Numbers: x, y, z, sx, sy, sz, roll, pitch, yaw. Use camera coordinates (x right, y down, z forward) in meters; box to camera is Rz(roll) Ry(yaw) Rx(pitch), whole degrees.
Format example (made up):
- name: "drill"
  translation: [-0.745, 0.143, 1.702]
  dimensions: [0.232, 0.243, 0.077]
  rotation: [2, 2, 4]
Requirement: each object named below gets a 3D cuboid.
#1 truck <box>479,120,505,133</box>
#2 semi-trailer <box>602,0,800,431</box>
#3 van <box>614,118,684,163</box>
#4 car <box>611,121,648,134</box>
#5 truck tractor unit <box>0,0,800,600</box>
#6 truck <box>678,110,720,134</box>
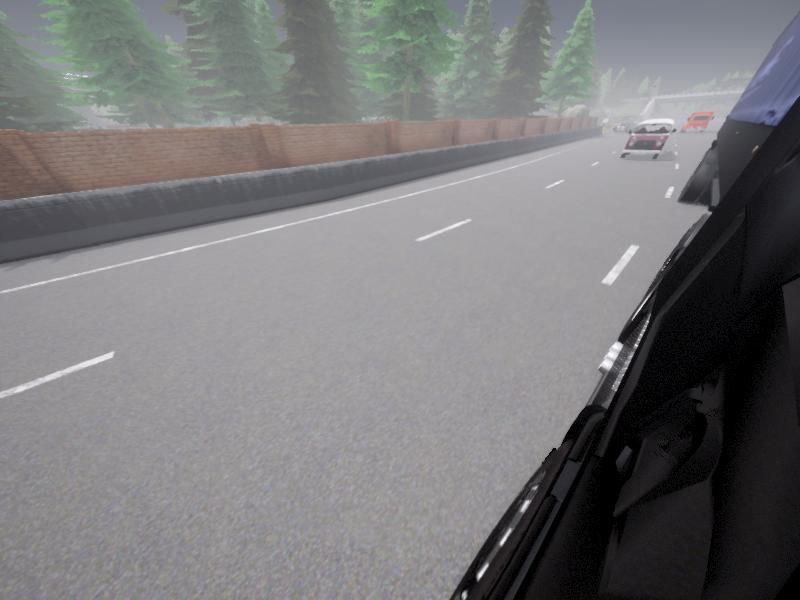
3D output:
- name: "truck"
  translation: [23.666, -44.570, 59.450]
  dimensions: [5.204, 2.467, 2.627]
  rotation: [29, 47, 35]
- name: "semi-trailer"
  translation: [8.490, -3.730, 4.435]
  dimensions: [14.254, 4.402, 2.717]
  rotation: [-31, 45, -32]
- name: "van"
  translation: [15.699, -10.158, 14.600]
  dimensions: [2.069, 2.038, 4.480]
  rotation: [28, 46, 34]
- name: "car"
  translation: [39.443, -29.780, 39.876]
  dimensions: [2.038, 1.542, 4.974]
  rotation: [3, 37, 9]
- name: "truck tractor unit"
  translation: [2.645, -0.295, 0.351]
  dimensions: [6.516, 4.208, 3.053]
  rotation: [-28, 44, -30]
- name: "truck"
  translation: [42.625, -25.456, 33.127]
  dimensions: [2.627, 2.467, 5.204]
  rotation: [28, 46, 34]
